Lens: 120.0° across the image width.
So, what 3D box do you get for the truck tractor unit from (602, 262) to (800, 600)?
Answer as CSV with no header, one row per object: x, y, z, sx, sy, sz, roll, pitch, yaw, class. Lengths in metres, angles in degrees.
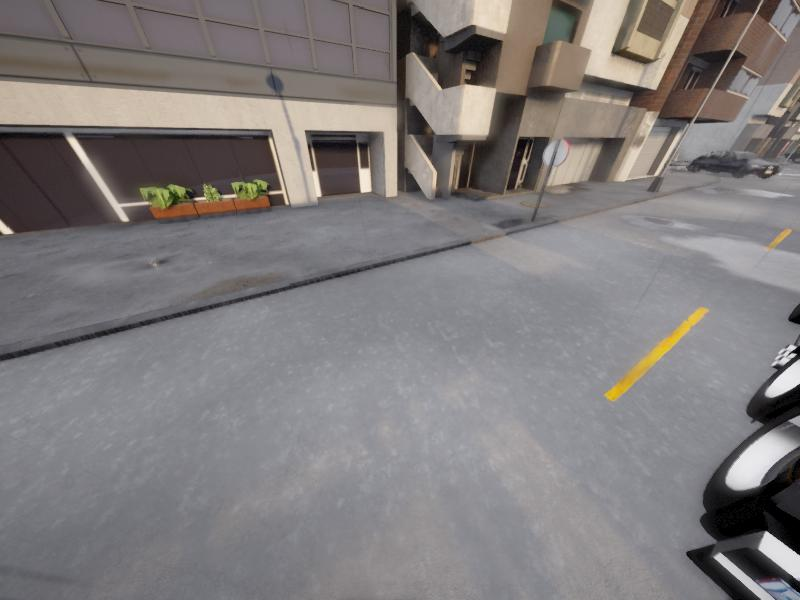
5.107,-0.305,0.786,6.516,4.208,3.053,-18,39,-24,truck tractor unit

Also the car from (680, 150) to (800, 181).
25.631,-10.480,17.810,2.152,1.651,5.027,3,35,3,car
